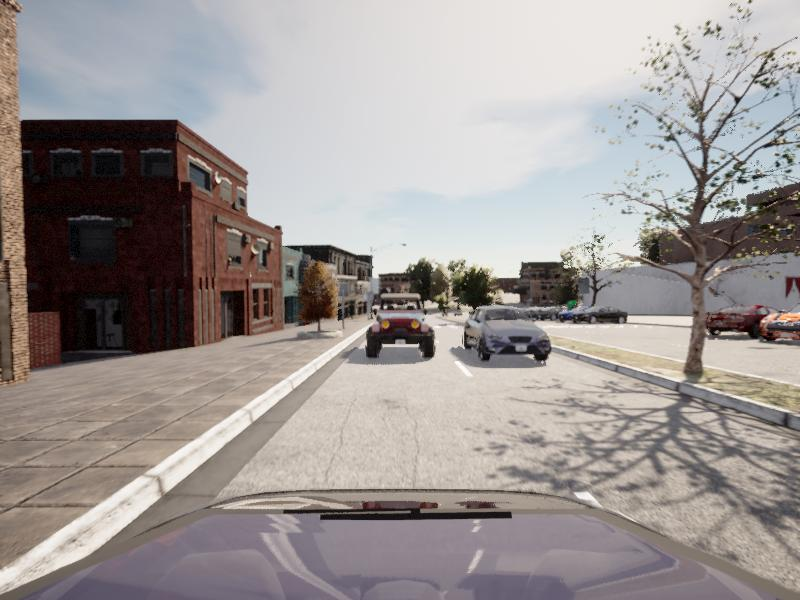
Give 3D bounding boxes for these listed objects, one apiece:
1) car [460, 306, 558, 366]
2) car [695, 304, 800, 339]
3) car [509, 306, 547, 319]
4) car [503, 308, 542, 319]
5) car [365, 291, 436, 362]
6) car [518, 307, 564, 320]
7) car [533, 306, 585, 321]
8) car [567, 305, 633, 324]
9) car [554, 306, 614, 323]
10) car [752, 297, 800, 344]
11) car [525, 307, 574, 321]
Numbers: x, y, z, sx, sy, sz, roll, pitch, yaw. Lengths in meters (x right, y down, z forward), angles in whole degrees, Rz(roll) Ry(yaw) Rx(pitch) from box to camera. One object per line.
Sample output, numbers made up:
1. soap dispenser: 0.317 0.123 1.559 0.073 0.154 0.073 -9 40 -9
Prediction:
1. car: 3.012 0.921 12.020 1.816 1.474 4.193 0 -1 0
2. car: 16.977 0.981 19.202 5.008 1.535 2.097 1 -1 -20
3. car: 17.488 1.713 54.762 4.553 1.767 2.185 2 -1 -16
4. car: 17.618 1.925 57.698 5.008 1.535 2.097 2 -2 -16
5. car: 0.013 0.718 12.603 1.905 1.878 3.866 0 0 0
6. car: 17.195 1.666 48.855 4.892 1.521 2.231 1 -2 -18
7. car: 17.050 1.501 42.944 4.892 1.521 2.231 1 -2 -19
8. car: 17.008 1.268 34.072 5.008 1.535 2.097 1 -1 -20
9. car: 17.016 1.342 37.033 5.008 1.535 2.097 1 -1 -19
10. car: 17.014 0.816 16.236 4.553 1.767 2.185 1 -1 -20
11. car: 17.110 1.583 45.902 4.892 1.521 2.231 1 -2 -18
